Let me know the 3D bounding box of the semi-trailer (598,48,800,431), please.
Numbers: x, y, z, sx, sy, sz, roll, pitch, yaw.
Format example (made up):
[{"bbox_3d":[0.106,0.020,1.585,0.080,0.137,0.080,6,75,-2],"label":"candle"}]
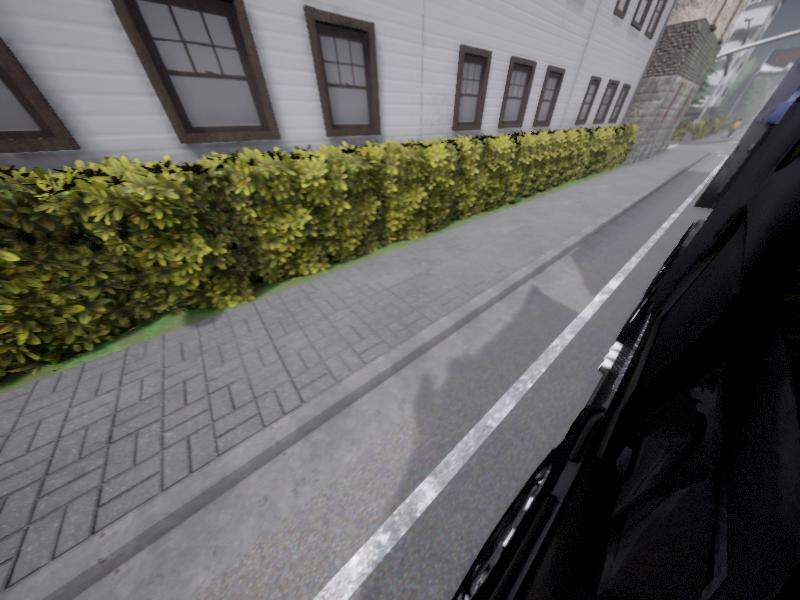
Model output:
[{"bbox_3d":[8.737,-3.534,4.264,14.254,4.402,2.717,-27,44,-30],"label":"semi-trailer"}]

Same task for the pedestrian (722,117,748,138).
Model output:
[{"bbox_3d":[37.746,-19.396,26.060,0.751,1.860,0.751,26,45,31],"label":"pedestrian"}]

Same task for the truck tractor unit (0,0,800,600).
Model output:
[{"bbox_3d":[2.645,-0.295,0.351,6.516,4.208,3.053,-28,44,-30],"label":"truck tractor unit"}]
